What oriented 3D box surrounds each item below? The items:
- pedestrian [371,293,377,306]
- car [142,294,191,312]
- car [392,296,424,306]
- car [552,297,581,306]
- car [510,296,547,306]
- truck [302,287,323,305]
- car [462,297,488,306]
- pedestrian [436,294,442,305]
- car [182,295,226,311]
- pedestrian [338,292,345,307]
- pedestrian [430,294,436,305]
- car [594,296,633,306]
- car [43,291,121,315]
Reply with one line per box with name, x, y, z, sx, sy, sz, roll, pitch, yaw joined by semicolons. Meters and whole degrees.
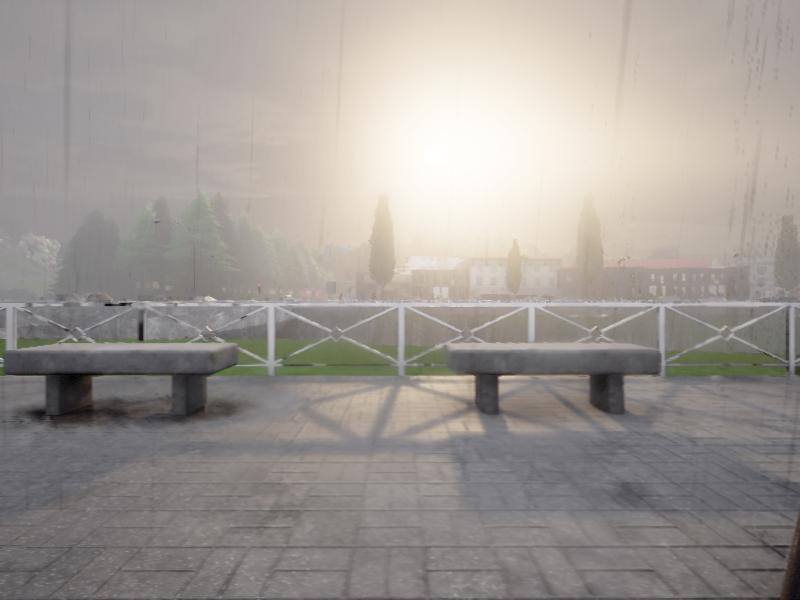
pedestrian;-3.531;-0.060;54.236;0.751;1.860;0.751;0;0;-3
car;-19.975;0.274;34.420;1.816;1.474;4.193;0;0;0
car;1.276;0.178;64.349;5.027;1.651;2.152;0;0;0
car;26.782;0.228;64.352;3.806;1.475;1.970;0;0;0
car;20.617;0.151;64.352;5.238;1.638;1.930;0;0;0
truck;-19.947;-0.905;91.485;2.891;3.827;8.468;0;0;0
car;12.074;0.242;64.350;3.806;1.475;1.970;0;0;0
pedestrian;6.438;-0.032;66.272;0.751;1.860;0.751;0;0;-30
car;-19.970;0.246;41.020;2.038;1.542;4.974;0;0;0
pedestrian;-7.585;-0.056;51.605;0.751;1.860;0.751;0;0;0
pedestrian;5.491;-0.072;66.720;0.751;1.860;0.751;0;0;15
car;34.283;0.139;64.353;5.238;1.638;1.930;0;0;0
car;-23.967;0.198;30.410;2.033;1.649;4.856;0;1;0
